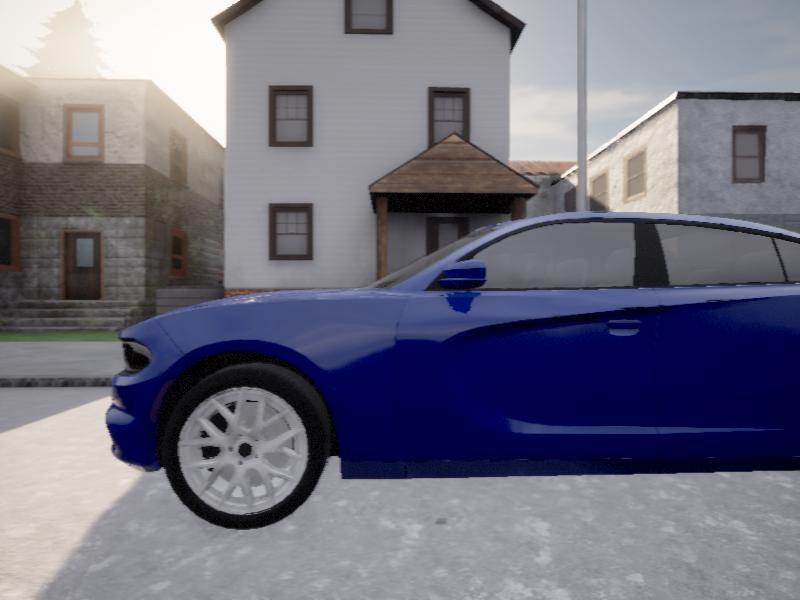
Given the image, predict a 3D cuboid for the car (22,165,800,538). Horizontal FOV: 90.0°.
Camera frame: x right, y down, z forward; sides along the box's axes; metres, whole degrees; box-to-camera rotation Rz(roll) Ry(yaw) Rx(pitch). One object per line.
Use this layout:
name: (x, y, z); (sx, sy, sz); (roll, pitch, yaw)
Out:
car: (0.913, 0.223, 2.688); (5.008, 1.535, 1.882); (0, 0, -2)
